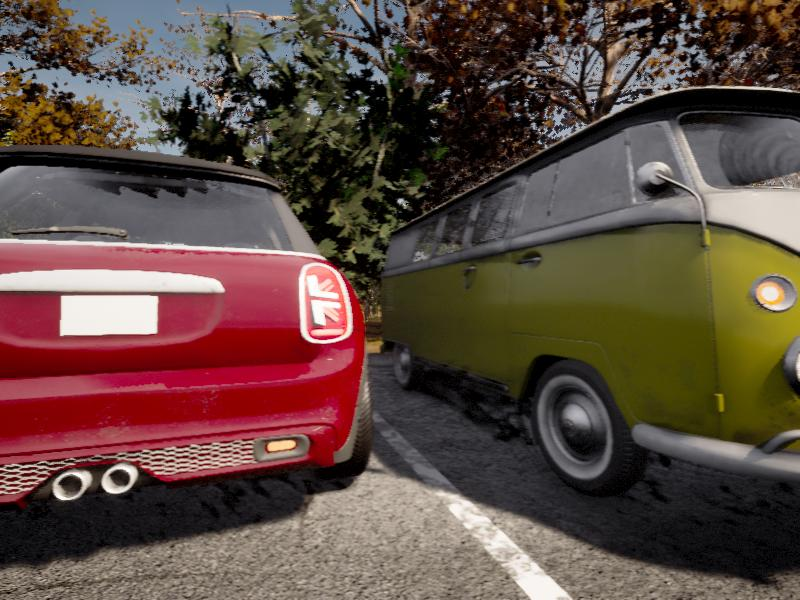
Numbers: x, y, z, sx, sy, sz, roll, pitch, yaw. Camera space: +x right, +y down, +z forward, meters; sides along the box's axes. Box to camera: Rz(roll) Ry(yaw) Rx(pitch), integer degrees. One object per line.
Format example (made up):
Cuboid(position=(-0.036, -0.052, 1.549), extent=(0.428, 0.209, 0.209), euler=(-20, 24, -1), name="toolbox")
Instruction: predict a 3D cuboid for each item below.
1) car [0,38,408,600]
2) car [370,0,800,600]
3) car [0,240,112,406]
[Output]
Cuboid(position=(-1.751, 0.099, 3.459), extent=(2.185, 1.767, 4.553), euler=(0, -1, -19), name="car")
Cuboid(position=(1.242, 0.003, 3.368), extent=(1.878, 1.987, 4.442), euler=(1, -1, -20), name="car")
Cuboid(position=(-4.782, 0.220, 3.700), extent=(1.946, 1.575, 5.366), euler=(0, -1, -19), name="car")
